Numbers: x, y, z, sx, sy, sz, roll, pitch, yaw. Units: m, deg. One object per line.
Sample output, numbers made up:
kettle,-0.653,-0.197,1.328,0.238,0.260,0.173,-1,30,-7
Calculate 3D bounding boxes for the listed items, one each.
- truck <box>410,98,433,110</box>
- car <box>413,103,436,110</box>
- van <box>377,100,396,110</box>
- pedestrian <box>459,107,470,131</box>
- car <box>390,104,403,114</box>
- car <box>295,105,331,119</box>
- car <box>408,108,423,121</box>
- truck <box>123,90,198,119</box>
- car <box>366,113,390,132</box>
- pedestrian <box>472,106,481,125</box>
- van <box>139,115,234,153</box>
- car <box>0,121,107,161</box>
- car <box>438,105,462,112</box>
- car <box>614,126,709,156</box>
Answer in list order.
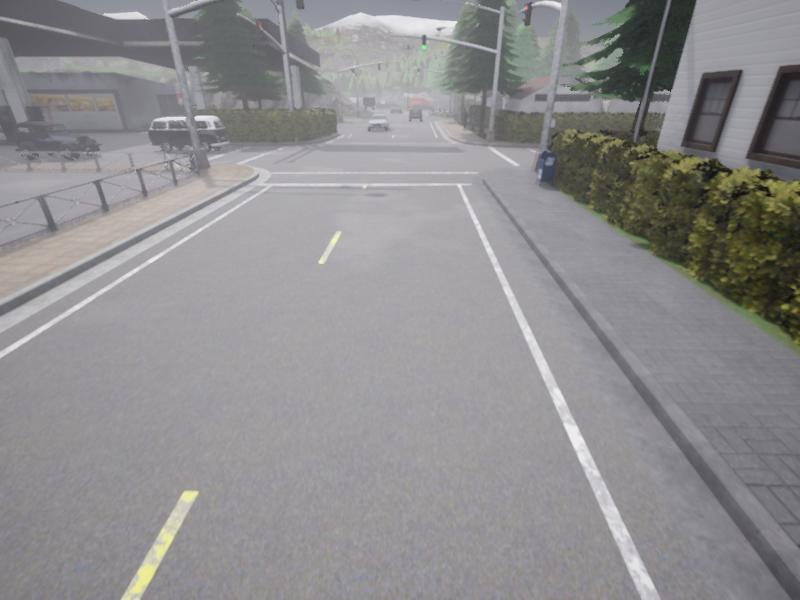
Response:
truck,4.981,-45.938,93.714,5.204,2.467,2.627,1,27,2
car,5.580,-43.909,90.790,5.008,1.535,1.882,1,27,2
van,-3.172,-45.880,94.134,4.442,1.987,1.775,1,27,2
pedestrian,5.696,-16.014,35.350,0.751,1.860,0.751,2,27,5
car,-0.643,-34.054,71.197,2.038,1.542,4.974,1,27,2
car,-12.608,-27.384,58.352,4.553,1.767,2.097,2,27,3
car,2.032,-24.010,51.747,1.789,1.549,3.705,1,26,2
truck,-35.020,-28.780,58.851,8.468,3.827,2.891,1,27,2
car,-2.045,-17.212,38.730,1.812,1.442,4.674,0,27,2
pedestrian,8.613,-20.862,45.184,0.751,1.860,0.751,2,27,4
van,-13.228,-10.406,25.049,4.480,2.038,2.069,1,27,2
car,-19.103,-8.846,22.182,3.866,1.878,1.905,1,27,2
car,10.509,-40.655,84.722,4.718,1.301,1.895,0,27,-1
car,15.633,-9.614,24.123,4.193,1.474,1.816,1,27,2
